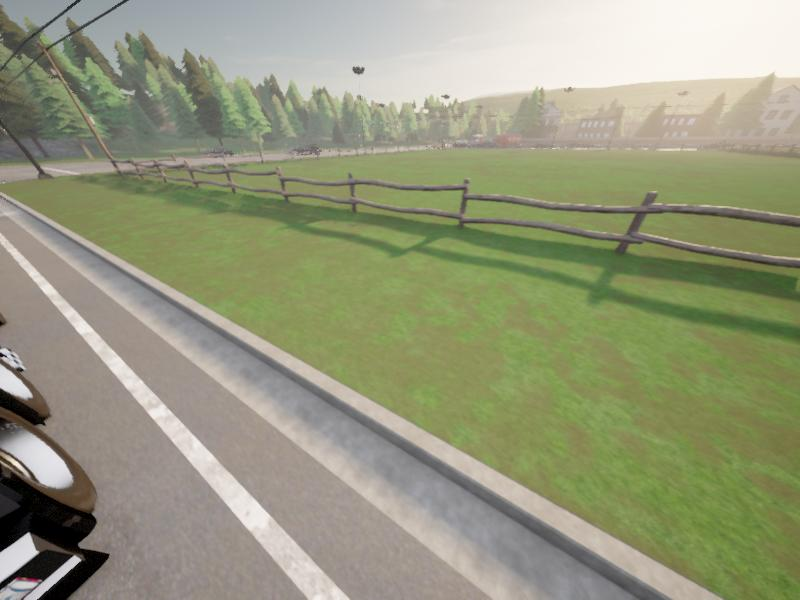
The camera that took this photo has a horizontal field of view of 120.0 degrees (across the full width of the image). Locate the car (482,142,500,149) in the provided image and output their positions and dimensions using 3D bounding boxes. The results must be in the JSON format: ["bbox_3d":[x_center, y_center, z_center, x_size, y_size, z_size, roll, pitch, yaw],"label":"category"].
[{"bbox_3d":[26.870,-45.591,68.252,4.611,1.667,2.242,18,39,25],"label":"car"}]

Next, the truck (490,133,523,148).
[{"bbox_3d":[34.118,-51.088,74.092,8.468,3.827,2.891,18,39,25],"label":"truck"}]

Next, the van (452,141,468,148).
[{"bbox_3d":[19.480,-50.291,74.687,4.480,2.038,2.069,10,36,15],"label":"van"}]

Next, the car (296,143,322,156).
[{"bbox_3d":[-16.978,-28.128,43.216,1.905,1.878,3.866,18,39,25],"label":"car"}]

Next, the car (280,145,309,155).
[{"bbox_3d":[-21.783,-31.144,47.962,2.128,1.511,4.902,18,39,25],"label":"car"}]

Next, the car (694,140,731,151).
[{"bbox_3d":[66.278,-32.868,49.130,3.866,1.878,1.905,18,39,25],"label":"car"}]

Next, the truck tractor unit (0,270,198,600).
[{"bbox_3d":[-5.129,-0.278,0.786,6.516,4.208,3.053,17,38,24],"label":"truck tractor unit"}]

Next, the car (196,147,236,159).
[{"bbox_3d":[-31.653,-25.504,39.942,1.837,1.490,4.892,18,39,25],"label":"car"}]

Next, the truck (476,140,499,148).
[{"bbox_3d":[28.108,-50.032,74.153,6.274,2.098,2.390,18,39,25],"label":"truck"}]
